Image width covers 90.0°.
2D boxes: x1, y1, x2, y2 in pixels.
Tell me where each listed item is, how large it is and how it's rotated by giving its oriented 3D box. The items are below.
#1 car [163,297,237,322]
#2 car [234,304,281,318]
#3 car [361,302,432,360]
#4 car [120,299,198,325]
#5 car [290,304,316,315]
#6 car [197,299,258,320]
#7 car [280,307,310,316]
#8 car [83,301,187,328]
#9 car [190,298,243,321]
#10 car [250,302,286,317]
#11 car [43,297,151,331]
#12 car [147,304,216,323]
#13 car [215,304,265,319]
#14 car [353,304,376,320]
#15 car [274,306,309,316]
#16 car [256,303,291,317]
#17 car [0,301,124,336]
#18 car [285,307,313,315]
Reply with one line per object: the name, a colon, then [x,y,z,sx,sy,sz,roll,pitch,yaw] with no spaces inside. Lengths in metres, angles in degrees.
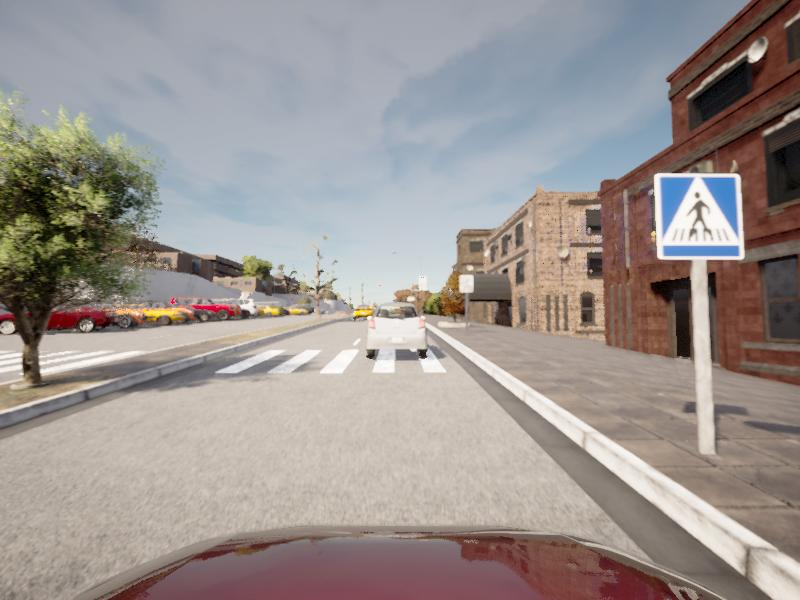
car: [-17.360,0.805,35.038,5.566,2.045,2.435,0,-1,-21]
car: [-17.756,1.381,49.828,5.366,1.575,1.946,0,-1,-21]
car: [-0.105,0.825,12.259,1.845,1.501,3.633,0,0,-1]
car: [-17.332,0.839,29.058,4.553,1.767,2.185,-1,-1,-21]
car: [-17.803,1.753,73.766,4.442,1.987,1.878,0,-2,-21]
car: [-17.490,0.919,40.961,5.566,2.045,2.435,0,-1,-21]
car: [-17.830,1.870,67.762,4.674,1.452,2.002,0,-2,-21]
car: [-17.089,0.922,26.163,5.366,1.575,1.946,-1,-1,-21]
car: [-17.318,0.884,38.040,4.442,1.987,1.878,0,-1,-21]
car: [-17.521,1.232,52.927,4.442,1.987,1.878,0,-2,-21]
car: [-17.253,0.771,23.107,4.553,1.767,2.185,-1,-1,-21]
car: [-17.344,1.046,32.041,4.674,1.452,2.002,0,-1,-21]
car: [-17.509,1.239,43.946,5.008,1.535,2.097,0,-2,-21]
car: [-3.493,1.151,40.176,1.882,1.535,5.008,0,-1,-1]
car: [-17.614,1.752,64.853,5.366,1.575,1.946,0,-2,-21]
car: [-17.697,1.407,55.847,4.553,1.767,2.185,0,-2,-21]
car: [-17.172,0.871,20.139,5.008,1.535,2.097,-1,0,-21]
car: [-17.863,1.944,70.735,4.674,1.452,2.002,0,-1,-21]
